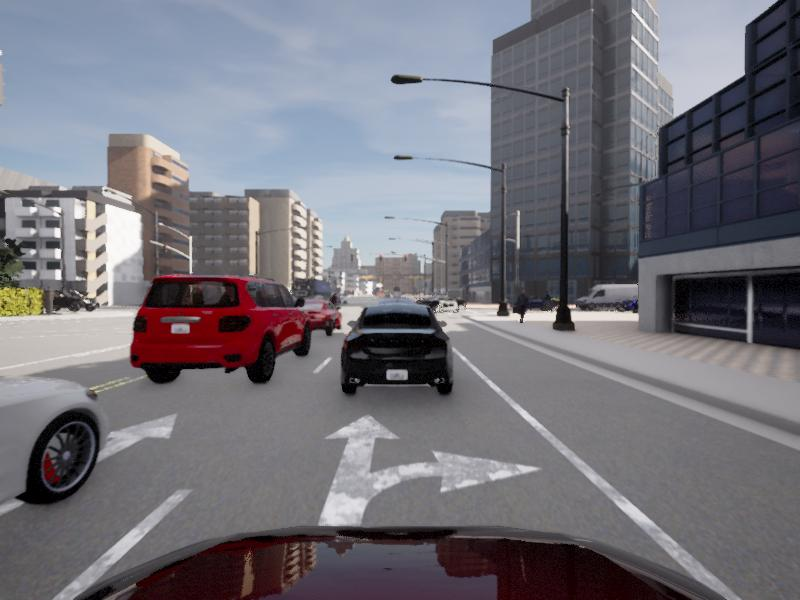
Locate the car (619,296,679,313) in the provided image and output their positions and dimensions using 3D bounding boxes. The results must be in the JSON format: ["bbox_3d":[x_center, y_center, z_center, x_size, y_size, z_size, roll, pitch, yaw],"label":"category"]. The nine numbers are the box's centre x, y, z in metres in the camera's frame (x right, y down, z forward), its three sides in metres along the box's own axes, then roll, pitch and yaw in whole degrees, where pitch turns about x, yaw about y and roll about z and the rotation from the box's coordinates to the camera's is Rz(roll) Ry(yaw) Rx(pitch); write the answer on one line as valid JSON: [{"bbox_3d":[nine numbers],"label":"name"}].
[{"bbox_3d":[22.373,0.357,36.039,4.193,1.474,1.816,0,1,0],"label":"car"}]

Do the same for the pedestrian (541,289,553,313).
[{"bbox_3d":[11.477,0.088,31.250,0.751,1.860,0.751,0,1,13],"label":"pedestrian"}]

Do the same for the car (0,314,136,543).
[{"bbox_3d":[-3.514,0.868,1.639,1.812,1.442,4.674,0,0,0],"label":"car"}]

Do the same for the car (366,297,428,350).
[{"bbox_3d":[-0.102,0.704,14.664,1.882,1.535,5.008,0,1,0],"label":"car"}]

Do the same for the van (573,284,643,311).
[{"bbox_3d":[20.471,-0.246,39.522,5.915,2.561,1.988,0,1,0],"label":"van"}]

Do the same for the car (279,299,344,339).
[{"bbox_3d":[-3.650,0.707,17.401,1.812,1.442,4.674,0,1,0],"label":"car"}]

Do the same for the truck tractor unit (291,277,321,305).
[{"bbox_3d":[-14.440,-1.324,61.936,3.053,4.208,6.516,0,0,0],"label":"truck tractor unit"}]

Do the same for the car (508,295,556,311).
[{"bbox_3d":[12.991,0.285,39.537,4.193,1.474,1.816,0,1,0],"label":"car"}]

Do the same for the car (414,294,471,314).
[{"bbox_3d":[3.764,0.301,35.023,5.238,1.638,1.930,-1,0,-42],"label":"car"}]

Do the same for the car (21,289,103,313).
[{"bbox_3d":[-30.345,0.064,36.052,5.566,2.045,2.150,0,1,0],"label":"car"}]

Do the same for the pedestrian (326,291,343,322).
[{"bbox_3d":[-4.028,0.363,24.608,0.751,1.860,0.751,1,1,39],"label":"pedestrian"}]

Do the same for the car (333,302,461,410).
[{"bbox_3d":[-0.059,0.817,8.180,1.837,1.490,4.892,0,0,0],"label":"car"}]

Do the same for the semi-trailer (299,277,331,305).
[{"bbox_3d":[-14.544,-1.472,69.847,2.717,4.402,14.254,0,0,-1],"label":"semi-trailer"}]

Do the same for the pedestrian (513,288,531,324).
[{"bbox_3d":[6.277,0.296,20.614,0.751,1.860,0.751,0,1,6],"label":"pedestrian"}]

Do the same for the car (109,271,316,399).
[{"bbox_3d":[-3.572,0.527,9.166,2.150,2.045,5.566,0,1,0],"label":"car"}]
